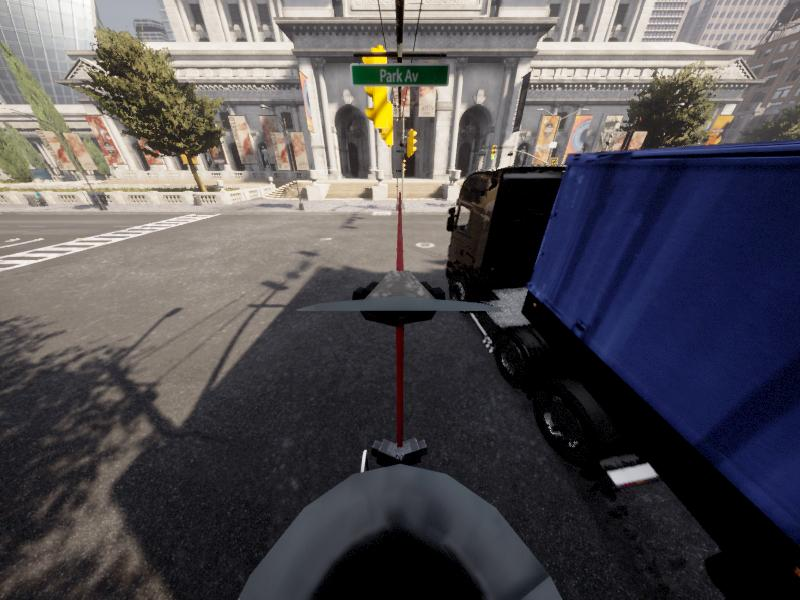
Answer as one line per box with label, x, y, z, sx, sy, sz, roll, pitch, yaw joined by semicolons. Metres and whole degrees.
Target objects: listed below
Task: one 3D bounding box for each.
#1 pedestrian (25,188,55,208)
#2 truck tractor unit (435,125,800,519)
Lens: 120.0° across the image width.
pedestrian;-38.350;-10.889;24.653;0.751;1.860;0.751;2;30;4
truck tractor unit;3.302;-0.680;4.960;3.053;4.208;6.516;-4;31;-8
